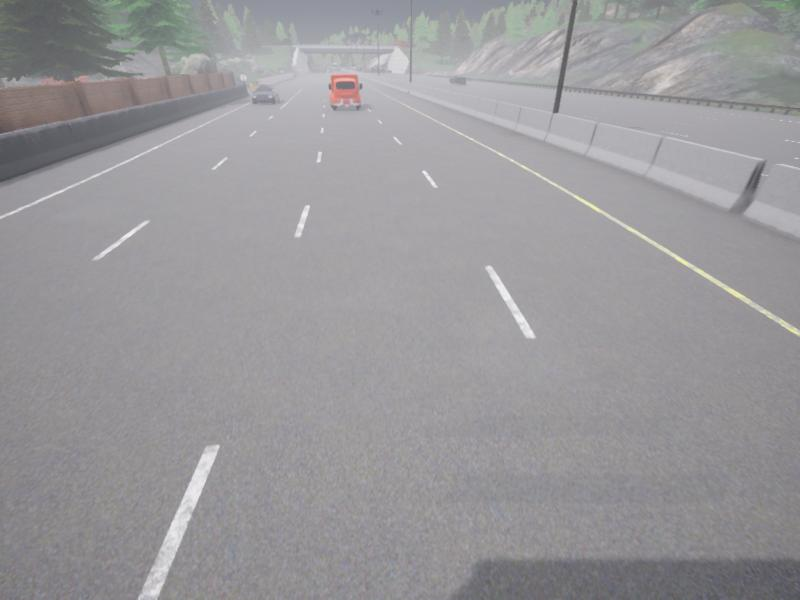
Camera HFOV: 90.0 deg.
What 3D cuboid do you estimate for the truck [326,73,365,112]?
[{"bbox_3d":[-4.344,-16.438,31.563,2.627,2.467,5.204,-5,30,-7],"label":"truck"}]

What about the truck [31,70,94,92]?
[{"bbox_3d":[-44.653,-29.153,53.107,5.204,2.467,2.627,-4,31,-7],"label":"truck"}]

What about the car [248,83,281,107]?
[{"bbox_3d":[-12.240,-18.721,36.424,2.038,1.542,4.974,-5,31,-7],"label":"car"}]

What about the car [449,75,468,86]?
[{"bbox_3d":[10.074,-38.422,69.820,1.882,1.535,5.008,-5,31,-7],"label":"car"}]
